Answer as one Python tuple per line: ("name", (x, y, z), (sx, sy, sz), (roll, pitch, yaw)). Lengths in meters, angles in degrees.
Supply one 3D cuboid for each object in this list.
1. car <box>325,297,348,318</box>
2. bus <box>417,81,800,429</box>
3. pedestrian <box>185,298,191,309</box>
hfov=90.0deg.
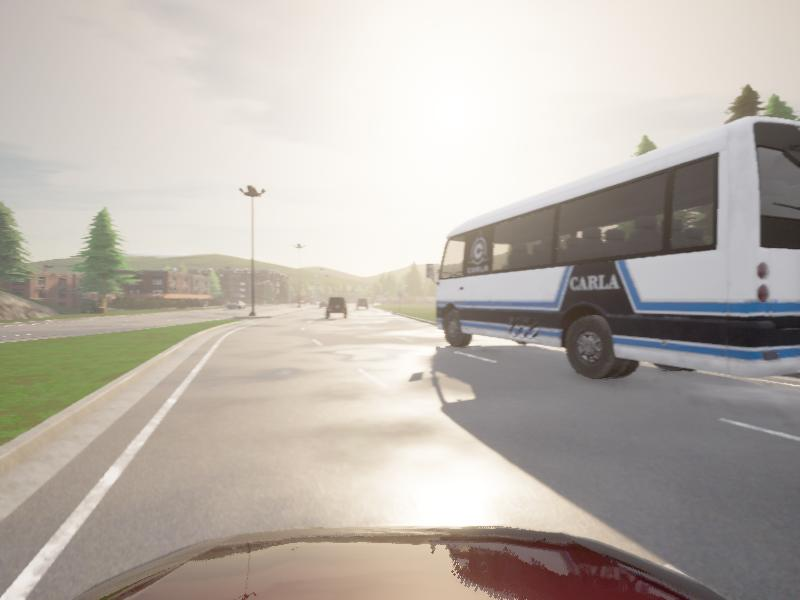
("car", (-5.808, 0.650, 36.856), (1.905, 1.878, 3.866), (0, 0, -8))
("bus", (4.238, -0.555, 10.393), (3.944, 4.253, 10.273), (0, 0, -20))
("pedestrian", (-37.977, 0.591, 71.529), (0.751, 1.860, 0.751), (0, 0, -7))
